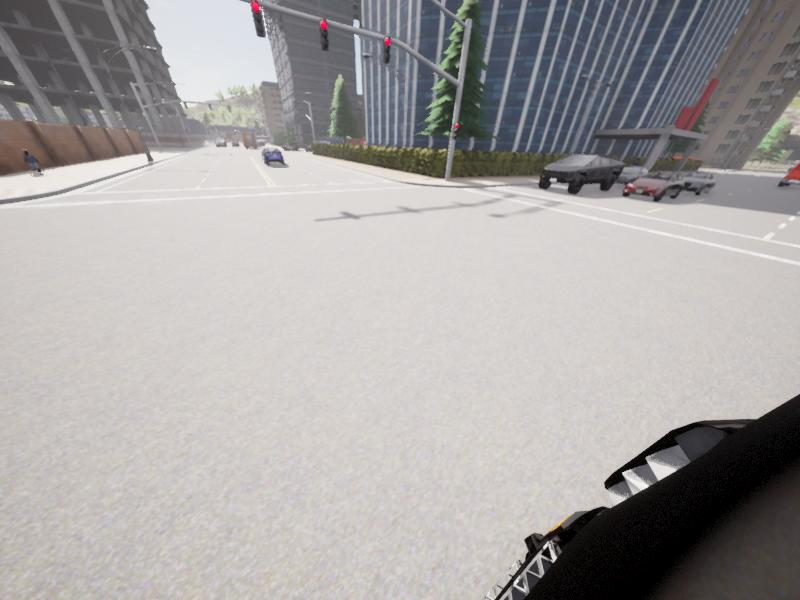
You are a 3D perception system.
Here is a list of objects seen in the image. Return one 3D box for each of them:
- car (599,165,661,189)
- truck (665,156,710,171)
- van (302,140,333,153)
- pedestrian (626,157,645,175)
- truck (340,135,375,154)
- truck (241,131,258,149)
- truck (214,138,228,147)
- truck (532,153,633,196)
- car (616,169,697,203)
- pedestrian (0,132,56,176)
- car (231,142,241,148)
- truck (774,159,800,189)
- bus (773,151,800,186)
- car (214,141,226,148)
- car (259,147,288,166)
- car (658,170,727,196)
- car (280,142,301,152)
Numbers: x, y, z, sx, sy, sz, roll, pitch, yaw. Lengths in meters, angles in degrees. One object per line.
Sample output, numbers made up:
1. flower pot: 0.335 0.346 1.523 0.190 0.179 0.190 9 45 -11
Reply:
1. car: 19.038 -10.237 19.120 4.674 1.442 1.812 -16 38 -26
2. truck: 63.145 -30.045 50.859 2.627 2.467 5.204 -16 38 -26
3. van: -20.237 -37.698 56.784 6.366 2.431 2.351 -17 38 -26
4. pedestrian: 28.848 -16.408 28.311 0.751 1.860 0.751 -17 38 -26
5. truck: -11.005 -41.013 61.102 8.468 3.827 2.891 -17 38 -26
6. truck: -41.652 -44.176 63.791 2.891 3.827 8.468 -16 38 -26
7. truck: -52.110 -46.014 67.400 2.390 2.098 6.274 -16 38 -26
8. truck: 12.247 -8.534 15.532 6.274 2.098 2.390 -16 38 -26
9. car: 15.540 -6.988 13.999 4.193 1.474 1.816 -16 38 -26
10. pedestrian: -19.127 -7.463 11.836 0.751 1.860 0.751 -19 40 -29
11. car: -46.572 -44.067 65.572 1.895 1.301 4.718 -16 38 -26
12. truck: 41.652 -12.735 23.434 5.204 2.467 2.627 -16 38 -26
13. bus: 49.924 -15.943 27.185 10.273 4.253 3.944 -16 38 -26
14. car: -47.681 -41.330 61.313 2.033 1.411 5.357 -16 38 -26
15. car: -13.691 -15.507 24.848 2.007 1.525 4.514 -16 38 -26
16. car: 21.591 -8.707 17.070 4.181 1.385 1.994 -17 38 -26
17. car: -27.095 -38.004 57.295 3.866 1.878 1.905 -3 34 -8
